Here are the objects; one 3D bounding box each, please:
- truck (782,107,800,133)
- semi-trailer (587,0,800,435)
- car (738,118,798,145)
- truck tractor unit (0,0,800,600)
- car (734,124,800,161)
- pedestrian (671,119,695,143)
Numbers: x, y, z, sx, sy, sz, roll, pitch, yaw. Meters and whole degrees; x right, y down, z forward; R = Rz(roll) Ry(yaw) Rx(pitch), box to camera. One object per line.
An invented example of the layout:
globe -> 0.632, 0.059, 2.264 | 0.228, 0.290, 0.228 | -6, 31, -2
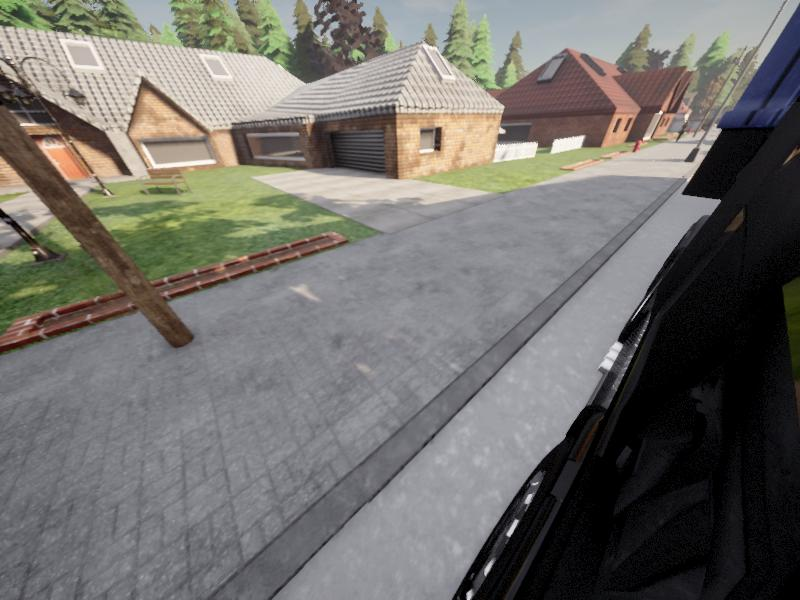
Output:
truck -> 55.188, -24.693, 30.633 | 8.468, 3.827, 2.891 | -28, 43, -30
semi-trailer -> 9.470, -2.906, 3.296 | 14.254, 4.402, 2.717 | -18, 39, -20
car -> 32.407, -14.961, 20.488 | 4.553, 1.767, 2.097 | -28, 43, -30
truck tractor unit -> 2.645, -0.295, 0.351 | 6.516, 4.208, 3.053 | -28, 44, -30
car -> 22.898, -9.861, 14.319 | 5.366, 1.575, 1.801 | -28, 43, -30
pedestrian -> 27.974, -16.727, 22.850 | 0.751, 1.860, 0.751 | -32, 45, -33
